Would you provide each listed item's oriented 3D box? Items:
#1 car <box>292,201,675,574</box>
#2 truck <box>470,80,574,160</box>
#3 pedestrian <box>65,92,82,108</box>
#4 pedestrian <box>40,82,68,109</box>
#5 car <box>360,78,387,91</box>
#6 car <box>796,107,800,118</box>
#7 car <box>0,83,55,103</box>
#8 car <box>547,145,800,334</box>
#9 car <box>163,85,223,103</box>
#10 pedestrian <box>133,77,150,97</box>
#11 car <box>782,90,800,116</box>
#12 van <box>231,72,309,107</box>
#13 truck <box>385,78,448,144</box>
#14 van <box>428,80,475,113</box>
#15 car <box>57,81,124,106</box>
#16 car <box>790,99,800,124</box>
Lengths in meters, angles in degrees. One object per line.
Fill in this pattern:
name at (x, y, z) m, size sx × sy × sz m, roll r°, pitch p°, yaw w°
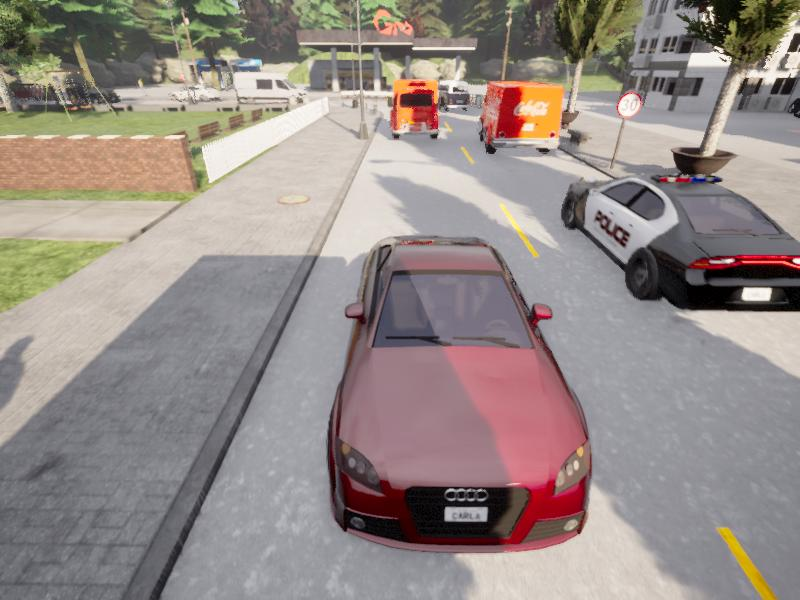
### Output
car at (0.452, 0.241, 4.238) m, size 1.994 × 1.385 × 4.181 m, roll 0°, pitch 30°, yaw 1°
truck at (4.685, -7.616, 16.590) m, size 2.627 × 2.467 × 5.204 m, roll 1°, pitch 30°, yaw 1°
pedestrian at (-25.857, -15.792, 31.658) m, size 0.500 × 1.100 × 0.500 m, roll 4°, pitch 31°, yaw 6°
pedestrian at (-26.628, -15.748, 30.830) m, size 0.751 × 1.860 × 0.751 m, roll 1°, pitch 30°, yaw 1°
car at (-3.687, -30.057, 55.765) m, size 3.633 × 1.501 × 1.845 m, roll 0°, pitch 30°, yaw 1°
car at (28.356, -12.043, 25.175) m, size 4.536 × 1.218 × 1.853 m, roll 17°, pitch 34°, yaw 26°
car at (-36.496, -20.207, 39.014) m, size 3.705 × 1.549 × 1.789 m, roll 1°, pitch 30°, yaw 0°
car at (4.504, -1.473, 7.010) m, size 2.038 × 1.542 × 4.974 m, roll 0°, pitch 30°, yaw 1°
car at (-20.045, -20.046, 38.854) m, size 4.674 × 1.442 × 1.812 m, roll 1°, pitch 30°, yaw 1°
pedestrian at (-28.315, -23.356, 43.842) m, size 0.751 × 1.860 × 0.751 m, roll -1°, pitch 30°, yaw -2°
car at (28.786, -13.513, 27.519) m, size 1.845 × 1.501 × 3.633 m, roll 6°, pitch 31°, yaw 10°
van at (-11.230, -18.424, 34.999) m, size 5.915 × 2.561 × 1.988 m, roll 1°, pitch 30°, yaw 1°
truck at (0.728, -9.420, 19.674) m, size 2.627 × 2.467 × 5.204 m, roll 0°, pitch 30°, yaw 1°
van at (3.898, -15.969, 31.308) m, size 2.069 × 2.038 × 4.480 m, roll -6°, pitch 31°, yaw -13°
car at (-27.264, -18.271, 35.366) m, size 3.866 × 1.878 × 1.905 m, roll 1°, pitch 30°, yaw 1°
car at (28.401, -11.894, 25.232) m, size 4.974 × 1.542 × 2.038 m, roll 17°, pitch 34°, yaw 26°
